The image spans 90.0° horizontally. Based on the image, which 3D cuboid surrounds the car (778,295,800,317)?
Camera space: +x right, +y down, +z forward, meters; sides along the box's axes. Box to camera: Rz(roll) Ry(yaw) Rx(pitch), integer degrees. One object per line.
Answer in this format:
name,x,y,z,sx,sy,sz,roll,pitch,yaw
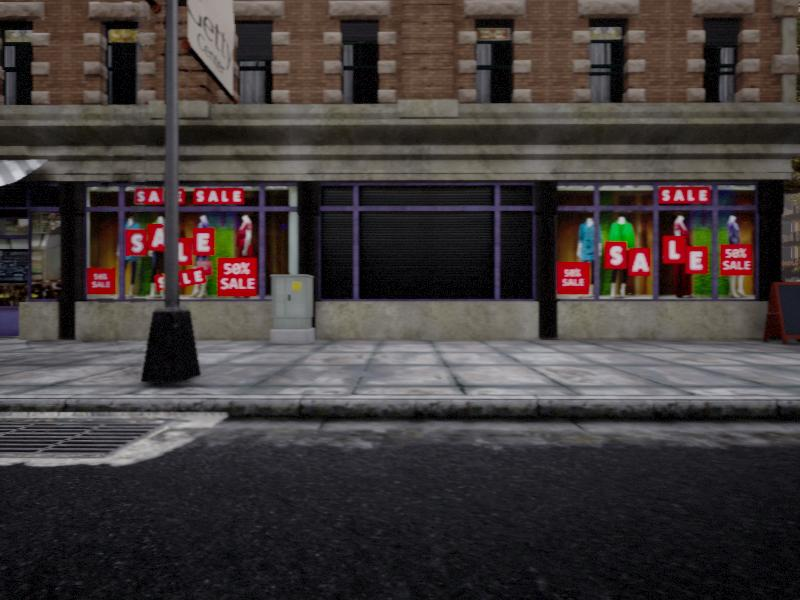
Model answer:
car,23.655,0.339,21.705,1.895,1.301,4.718,0,0,0
